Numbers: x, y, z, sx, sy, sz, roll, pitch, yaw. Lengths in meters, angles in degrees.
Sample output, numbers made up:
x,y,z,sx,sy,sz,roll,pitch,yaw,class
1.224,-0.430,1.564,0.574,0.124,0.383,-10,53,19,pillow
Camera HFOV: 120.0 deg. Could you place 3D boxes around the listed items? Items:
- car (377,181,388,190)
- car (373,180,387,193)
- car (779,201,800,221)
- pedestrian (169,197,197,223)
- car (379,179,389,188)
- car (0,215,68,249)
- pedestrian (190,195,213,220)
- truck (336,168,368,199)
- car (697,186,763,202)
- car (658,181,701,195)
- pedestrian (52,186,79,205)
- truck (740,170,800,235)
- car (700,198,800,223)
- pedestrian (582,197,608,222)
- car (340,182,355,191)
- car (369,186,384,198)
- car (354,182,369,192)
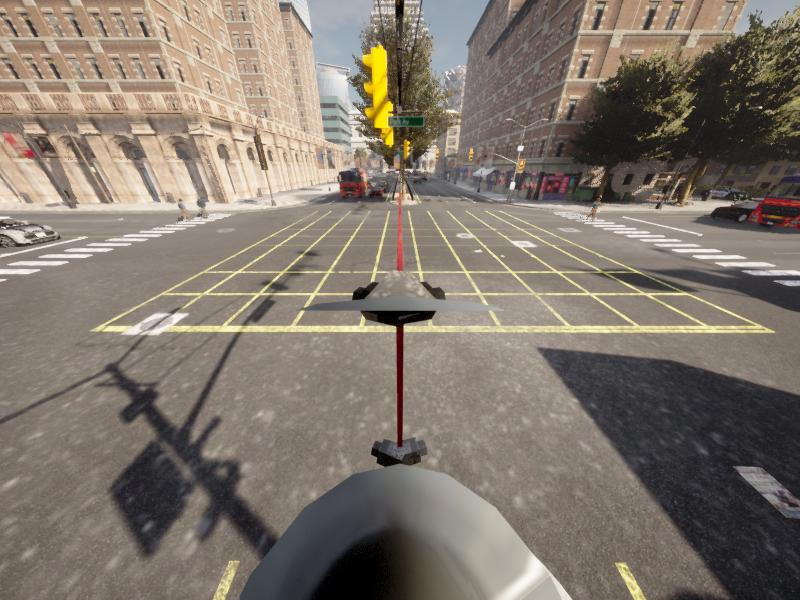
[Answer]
x,y,z,sx,sy,sz,roll,pitch,yaw,class
-3.540,-23.214,46.736,1.970,1.475,3.806,0,30,0,car
-3.558,-20.387,41.522,2.097,1.767,4.553,0,30,0,car
36.364,-7.511,19.571,4.674,1.442,1.812,0,30,0,car
-17.474,-7.246,18.646,0.751,1.860,0.751,2,30,4,pedestrian
-3.527,-26.265,51.891,1.851,1.617,3.988,0,30,0,car
-22.972,-3.975,13.413,3.806,1.475,1.970,-1,30,-2,car
-16.974,-7.913,19.802,0.751,1.860,0.751,-10,32,-17,pedestrian
-7.080,-18.109,35.546,2.891,3.827,8.468,0,30,0,truck
45.916,-14.963,32.392,2.038,1.542,4.974,0,30,1,car
46.025,-18.540,38.227,1.905,1.878,3.866,0,30,0,car
-38.409,-11.987,26.555,0.751,1.860,0.751,3,30,5,pedestrian
30.927,-6.786,15.937,8.468,3.827,2.891,0,30,0,truck
29.571,-7.588,19.507,5.238,1.638,1.930,0,30,-1,car
15.920,-7.387,18.891,0.751,1.860,0.751,0,30,1,pedestrian
-10.295,-22.354,45.417,1.895,1.301,4.718,0,30,0,car
-3.577,-16.711,35.654,1.895,1.301,4.718,0,30,0,car
-7.055,-20.928,42.777,1.970,1.475,3.806,0,30,0,car
